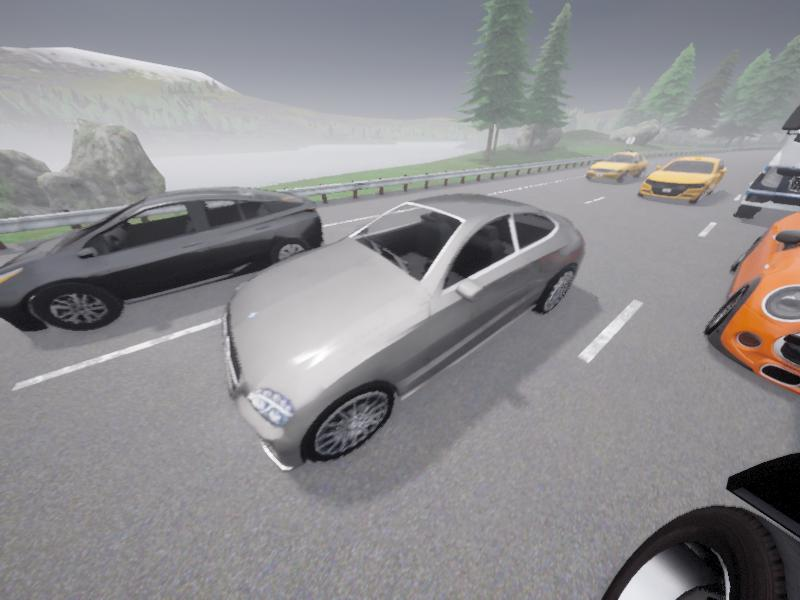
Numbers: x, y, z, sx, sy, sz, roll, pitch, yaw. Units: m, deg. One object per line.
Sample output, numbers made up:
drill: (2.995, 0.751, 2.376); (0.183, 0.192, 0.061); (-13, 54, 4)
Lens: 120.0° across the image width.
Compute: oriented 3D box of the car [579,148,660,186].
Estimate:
car: (13.519, -8.292, 14.197); (5.366, 1.575, 1.801); (-22, 41, -28)

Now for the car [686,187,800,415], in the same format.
car: (5.991, -0.265, 2.729); (4.553, 1.767, 2.097); (-24, 42, -28)

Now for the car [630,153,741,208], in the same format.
car: (12.587, -5.411, 10.157); (5.008, 1.535, 1.882); (-23, 41, -28)

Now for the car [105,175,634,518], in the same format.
car: (0.490, -0.433, 3.115); (5.027, 1.651, 2.152); (-22, 41, -28)

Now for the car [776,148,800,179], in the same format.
car: (27.106, -8.925, 14.921); (4.611, 1.667, 2.242); (-21, 40, -27)

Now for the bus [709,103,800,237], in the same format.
bus: (15.168, -5.028, 7.243); (10.273, 4.253, 3.944); (-22, 41, -28)

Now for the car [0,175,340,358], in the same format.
car: (-3.738, -1.120, 4.201); (4.514, 1.525, 2.007); (-22, 41, -28)
